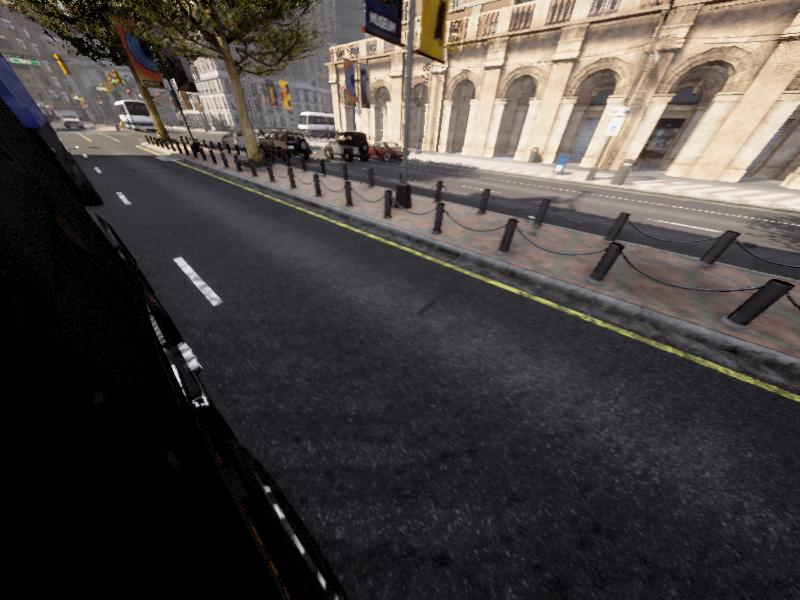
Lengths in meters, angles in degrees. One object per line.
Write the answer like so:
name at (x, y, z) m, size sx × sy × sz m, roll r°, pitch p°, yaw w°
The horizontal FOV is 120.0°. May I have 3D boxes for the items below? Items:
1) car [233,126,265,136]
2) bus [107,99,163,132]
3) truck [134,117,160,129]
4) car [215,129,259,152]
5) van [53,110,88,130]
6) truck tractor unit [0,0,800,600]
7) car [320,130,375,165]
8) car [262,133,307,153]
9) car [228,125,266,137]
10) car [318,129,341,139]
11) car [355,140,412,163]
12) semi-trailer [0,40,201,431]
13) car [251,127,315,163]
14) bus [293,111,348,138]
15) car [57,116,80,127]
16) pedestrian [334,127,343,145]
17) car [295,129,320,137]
car at (-28.665, -32.145, 44.001) m, size 4.674 × 1.442 × 1.812 m, roll -26°, pitch 45°, yaw -33°
bus at (-47.963, -33.211, 41.802) m, size 10.273 × 4.253 × 3.944 m, roll 28°, pitch 43°, yaw 30°
truck at (-57.257, -40.071, 52.268) m, size 6.274 × 2.098 × 2.390 m, roll 28°, pitch 43°, yaw 30°
car at (-14.937, -14.651, 21.201) m, size 3.633 × 1.501 × 1.845 m, roll 28°, pitch 43°, yaw 30°
van at (-57.099, -31.191, 40.004) m, size 6.366 × 2.431 × 2.351 m, roll 28°, pitch 43°, yaw 30°
truck tractor unit at (-2.645, -0.295, 0.351) m, size 6.516 × 4.208 × 3.053 m, roll 28°, pitch 44°, yaw 30°
car at (-4.010, -11.710, 17.646) m, size 3.866 × 1.878 × 1.905 m, roll 28°, pitch 43°, yaw 30°
car at (-11.224, -15.324, 22.492) m, size 4.181 × 1.385 × 1.994 m, roll 28°, pitch 43°, yaw 30°
car at (-26.829, -29.736, 40.797) m, size 2.038 × 1.542 × 4.974 m, roll 28°, pitch 43°, yaw 30°
car at (-14.756, -34.751, 48.417) m, size 1.816 × 1.474 × 4.193 m, roll 28°, pitch 43°, yaw 30°
car at (-1.463, -12.638, 19.561) m, size 4.718 × 1.301 × 1.895 m, roll 28°, pitch 43°, yaw 30°
semi-trailer at (-8.700, -3.593, 4.242) m, size 14.254 × 4.402 × 2.717 m, roll 28°, pitch 43°, yaw 30°
car at (-8.567, -11.406, 16.944) m, size 4.605 × 1.855 × 1.932 m, roll 28°, pitch 43°, yaw 30°
bus at (-16.721, -37.618, 49.823) m, size 3.944 × 4.253 × 10.273 m, roll 28°, pitch 43°, yaw 30°
car at (-68.462, -36.885, 47.715) m, size 4.902 × 1.511 × 2.128 m, roll 28°, pitch 44°, yaw 30°
pedestrian at (-8.093, -21.466, 30.287) m, size 0.751 × 1.860 × 0.751 m, roll -20°, pitch 42°, yaw -28°
car at (-20.557, -37.212, 51.509) m, size 1.895 × 1.301 × 4.718 m, roll 28°, pitch 43°, yaw 30°
